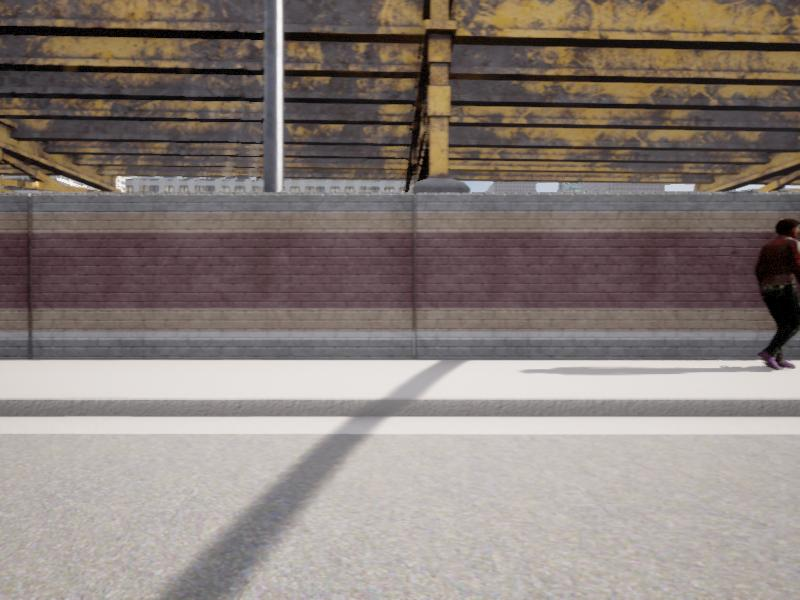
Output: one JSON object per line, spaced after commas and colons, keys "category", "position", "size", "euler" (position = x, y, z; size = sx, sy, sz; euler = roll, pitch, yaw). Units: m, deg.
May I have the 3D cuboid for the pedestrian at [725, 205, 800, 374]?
{"category": "pedestrian", "position": [4.558, -0.116, 4.768], "size": [0.751, 1.860, 0.751], "euler": [0, 0, 0]}
